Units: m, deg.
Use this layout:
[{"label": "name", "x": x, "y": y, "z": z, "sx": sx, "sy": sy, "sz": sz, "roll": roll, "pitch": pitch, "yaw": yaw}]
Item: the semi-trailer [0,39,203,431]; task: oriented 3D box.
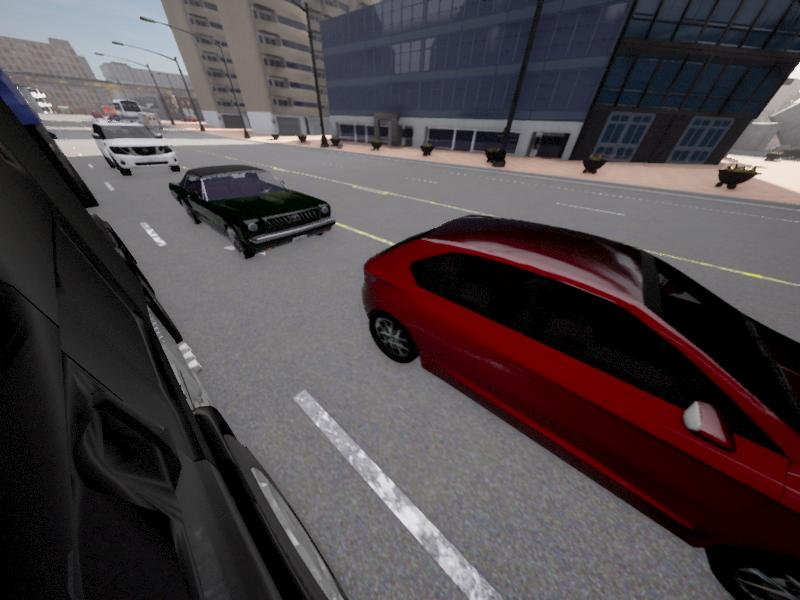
[{"label": "semi-trailer", "x": -8.770, "y": -3.517, "z": 4.211, "sx": 14.254, "sy": 4.402, "sz": 2.717, "roll": 27, "pitch": 43, "yaw": 30}]

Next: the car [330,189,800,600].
[{"label": "car", "x": 1.544, "y": 0.286, "z": 2.031, "sx": 4.193, "sy": 1.474, "sz": 1.816, "roll": 27, "pitch": 44, "yaw": 30}]

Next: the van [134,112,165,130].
[{"label": "van", "x": -49.030, "y": -35.011, "z": 45.243, "sx": 6.366, "sy": 2.431, "sz": 2.351, "roll": 29, "pitch": 44, "yaw": 29}]

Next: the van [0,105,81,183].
[{"label": "van", "x": -17.546, "y": -7.266, "z": 10.531, "sx": 6.366, "sy": 2.431, "sz": 2.351, "roll": 27, "pitch": 44, "yaw": 30}]

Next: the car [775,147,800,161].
[{"label": "car", "x": 58.190, "y": -20.676, "z": 32.868, "sx": 4.892, "sy": 1.490, "sz": 1.837, "roll": 32, "pitch": 46, "yaw": 33}]

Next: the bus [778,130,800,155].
[{"label": "bus", "x": 91.666, "y": -33.345, "z": 49.378, "sx": 3.944, "sy": 4.253, "sz": 10.273, "roll": -15, "pitch": 41, "yaw": -22}]

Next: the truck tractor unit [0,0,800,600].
[{"label": "truck tractor unit", "x": -2.645, "y": -0.295, "z": 0.351, "sx": 6.516, "sy": 4.208, "sz": 3.053, "roll": 28, "pitch": 44, "yaw": 30}]

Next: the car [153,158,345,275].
[{"label": "car", "x": -3.647, "y": -2.328, "z": 5.457, "sx": 4.718, "sy": 1.301, "sz": 1.895, "roll": 27, "pitch": 44, "yaw": 30}]

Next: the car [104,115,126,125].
[{"label": "car", "x": -60.787, "y": -38.339, "z": 49.280, "sx": 5.357, "sy": 1.411, "sz": 2.033, "roll": 29, "pitch": 44, "yaw": 29}]

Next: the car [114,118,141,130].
[{"label": "car", "x": -50.647, "y": -32.722, "z": 42.933, "sx": 4.902, "sy": 1.511, "sz": 2.128, "roll": 29, "pitch": 44, "yaw": 29}]

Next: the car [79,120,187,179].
[{"label": "car", "x": -13.464, "y": -7.719, "z": 11.643, "sx": 5.566, "sy": 2.045, "sz": 2.150, "roll": 26, "pitch": 43, "yaw": 30}]

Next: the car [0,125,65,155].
[{"label": "car", "x": -27.272, "y": -11.930, "z": 17.136, "sx": 4.902, "sy": 1.511, "sz": 2.128, "roll": 27, "pitch": 44, "yaw": 30}]

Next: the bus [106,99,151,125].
[{"label": "bus", "x": -61.688, "y": -42.703, "z": 52.484, "sx": 10.273, "sy": 4.253, "sz": 3.944, "roll": 29, "pitch": 44, "yaw": 29}]
